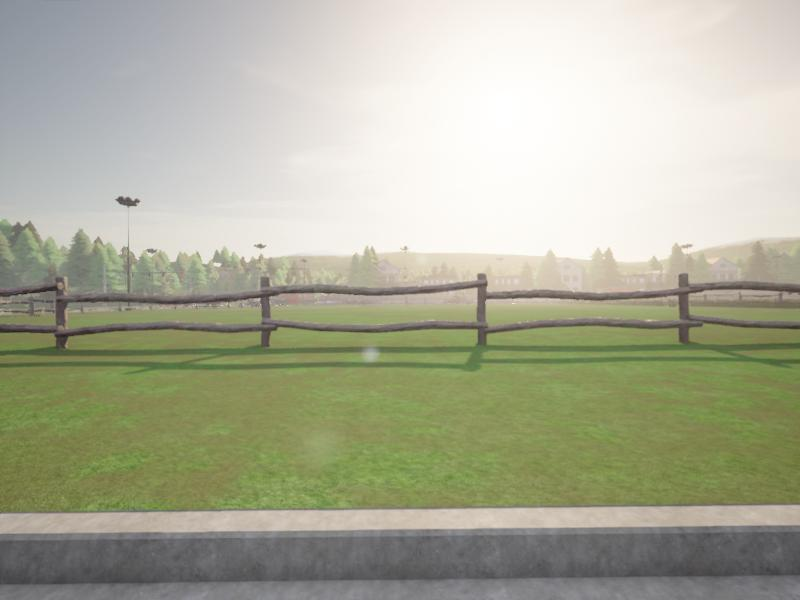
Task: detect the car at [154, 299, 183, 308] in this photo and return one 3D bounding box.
[{"bbox_3d":[-43.170,0.684,74.746,1.882,1.535,5.008,-1,0,13],"label":"car"}]

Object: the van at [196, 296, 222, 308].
[{"bbox_3d":[-35.919,0.375,75.203,2.069,2.038,4.480,-1,0,13],"label":"van"}]

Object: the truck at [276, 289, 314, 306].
[{"bbox_3d":[-24.978,-0.585,95.311,8.468,3.827,2.891,0,0,-9],"label":"truck"}]

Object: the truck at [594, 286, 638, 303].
[{"bbox_3d":[49.555,-1.214,92.038,8.468,3.827,2.891,0,0,0],"label":"truck"}]
